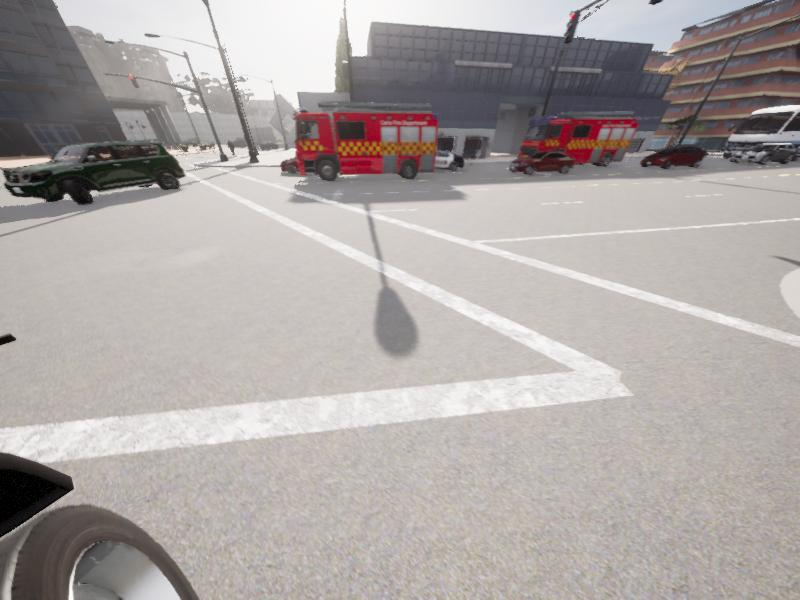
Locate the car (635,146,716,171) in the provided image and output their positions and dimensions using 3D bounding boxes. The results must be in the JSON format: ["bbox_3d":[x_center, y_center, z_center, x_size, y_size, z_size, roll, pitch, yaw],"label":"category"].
[{"bbox_3d":[21.947,-11.417,18.534,4.193,1.474,1.816,-7,36,-7],"label":"car"}]

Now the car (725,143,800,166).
[{"bbox_3d":[31.130,-12.480,19.729,3.806,1.475,1.970,-6,36,-7],"label":"car"}]

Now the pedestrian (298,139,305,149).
[{"bbox_3d":[-21.725,-34.327,50.748,0.751,1.860,0.751,12,37,16],"label":"pedestrian"}]

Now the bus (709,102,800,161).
[{"bbox_3d":[38.632,-16.387,22.766,10.273,4.253,3.944,-6,35,-8],"label":"bus"}]

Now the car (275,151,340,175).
[{"bbox_3d":[-6.798,-10.416,17.505,4.181,1.385,1.994,-6,36,-8],"label":"car"}]

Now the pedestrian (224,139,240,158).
[{"bbox_3d":[-19.992,-18.001,27.462,0.751,1.860,0.751,-4,35,-7],"label":"pedestrian"}]

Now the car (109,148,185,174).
[{"bbox_3d":[-19.139,-10.583,17.533,4.193,1.474,1.816,12,37,16],"label":"car"}]

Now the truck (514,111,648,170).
[{"bbox_3d":[15.068,-13.650,19.861,8.468,3.827,2.891,-6,36,-8],"label":"truck"}]

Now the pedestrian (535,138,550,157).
[{"bbox_3d":[17.567,-18.794,28.503,0.751,1.860,0.751,-7,36,-11],"label":"pedestrian"}]

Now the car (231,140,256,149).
[{"bbox_3d":[-40.250,-40.059,59.439,5.027,1.651,2.152,11,36,14],"label":"car"}]

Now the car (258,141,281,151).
[{"bbox_3d":[-27.162,-32.236,48.309,1.837,1.490,4.892,1,35,1],"label":"car"}]

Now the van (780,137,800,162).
[{"bbox_3d":[39.184,-13.729,20.561,6.366,2.431,2.351,-6,36,-8],"label":"van"}]

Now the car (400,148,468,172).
[{"bbox_3d":[2.631,-11.390,18.816,4.974,1.542,2.038,-5,35,-8],"label":"car"}]

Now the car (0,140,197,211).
[{"bbox_3d":[-12.921,-5.732,10.176,2.150,2.045,5.566,7,36,12],"label":"car"}]

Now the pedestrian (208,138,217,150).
[{"bbox_3d":[-35.994,-29.992,44.369,0.751,1.860,0.751,-20,40,-27],"label":"pedestrian"}]

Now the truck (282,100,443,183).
[{"bbox_3d":[-2.032,-9.839,14.560,8.468,3.827,2.891,-6,36,-8],"label":"truck"}]

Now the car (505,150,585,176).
[{"bbox_3d":[10.540,-10.128,17.019,4.674,1.442,1.812,-6,36,-8],"label":"car"}]

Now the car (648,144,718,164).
[{"bbox_3d":[26.936,-14.011,22.114,4.181,1.385,1.994,-7,36,-8],"label":"car"}]
